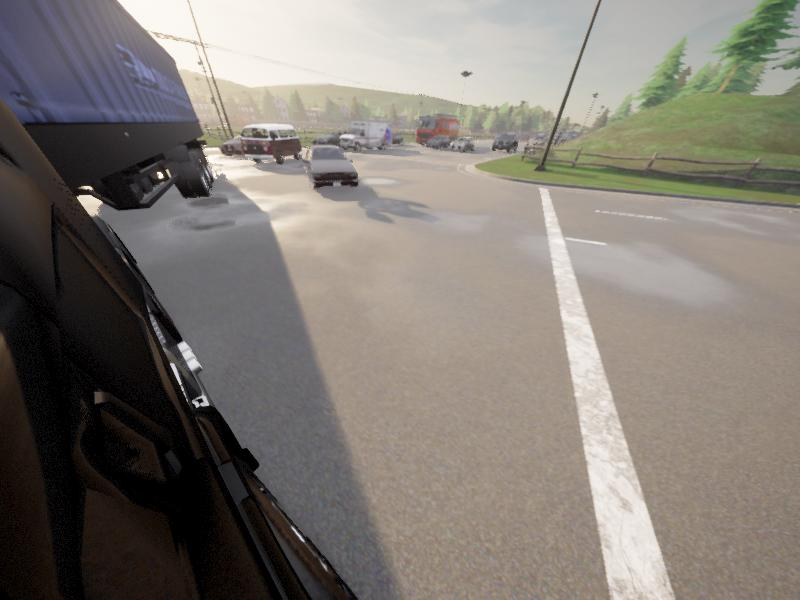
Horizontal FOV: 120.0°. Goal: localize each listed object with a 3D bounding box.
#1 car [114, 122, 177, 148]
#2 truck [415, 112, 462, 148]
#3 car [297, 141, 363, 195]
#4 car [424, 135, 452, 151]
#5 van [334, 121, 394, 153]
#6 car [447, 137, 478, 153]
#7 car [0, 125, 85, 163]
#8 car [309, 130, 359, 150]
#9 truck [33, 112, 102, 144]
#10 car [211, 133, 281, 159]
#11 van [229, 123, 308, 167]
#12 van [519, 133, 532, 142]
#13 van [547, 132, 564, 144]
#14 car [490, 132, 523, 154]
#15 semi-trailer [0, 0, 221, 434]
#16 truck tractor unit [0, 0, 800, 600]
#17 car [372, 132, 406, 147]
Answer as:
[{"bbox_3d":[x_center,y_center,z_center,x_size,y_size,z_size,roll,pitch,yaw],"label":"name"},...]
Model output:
[{"bbox_3d":[-22.903,-14.911,20.819,4.611,1.667,2.242,23,41,25],"label":"car"},{"bbox_3d":[5.808,-25.294,34.494,2.891,3.827,8.468,24,42,26],"label":"truck"},{"bbox_3d":[-3.401,-6.286,10.662,2.033,1.411,5.357,-12,39,-18],"label":"car"},{"bbox_3d":[4.887,-20.011,29.315,1.845,1.501,3.633,24,42,26],"label":"car"},{"bbox_3d":[-3.474,-17.104,24.216,2.351,2.431,6.366,24,42,26],"label":"van"},{"bbox_3d":[7.500,-18.500,27.494,1.970,1.475,3.806,24,42,26],"label":"car"},{"bbox_3d":[-20.508,-8.929,13.142,4.193,1.474,1.816,21,41,23],"label":"car"},{"bbox_3d":[-7.006,-17.504,25.221,2.152,1.651,5.027,24,42,26],"label":"car"},{"bbox_3d":[-31.208,-16.178,21.673,6.274,2.098,2.390,25,42,26],"label":"truck"},{"bbox_3d":[-11.434,-11.794,17.568,1.994,1.385,4.181,9,37,9],"label":"car"},{"bbox_3d":[-8.142,-10.132,14.981,2.069,2.038,4.480,4,37,3],"label":"van"},{"bbox_3d":[33.936,-44.049,62.633,1.775,1.987,4.442,24,42,26],"label":"van"},{"bbox_3d":[41.266,-42.973,61.241,2.351,2.431,6.366,24,42,26],"label":"van"},{"bbox_3d":[13.697,-20.173,29.602,2.150,2.045,5.566,24,42,26],"label":"car"},{"bbox_3d":[-7.060,-4.370,5.360,2.717,4.402,14.254,-18,41,-24],"label":"semi-trailer"},{"bbox_3d":[-2.645,-0.295,0.352,6.516,4.208,3.053,28,44,30],"label":"truck tractor unit"},{"bbox_3d":[-1.399,-22.101,31.785,2.163,1.488,4.792,24,42,26],"label":"car"}]
